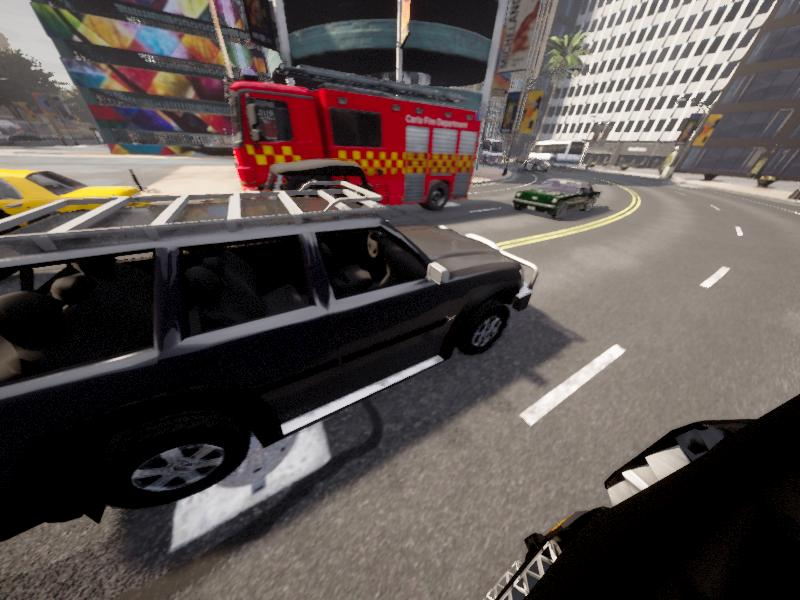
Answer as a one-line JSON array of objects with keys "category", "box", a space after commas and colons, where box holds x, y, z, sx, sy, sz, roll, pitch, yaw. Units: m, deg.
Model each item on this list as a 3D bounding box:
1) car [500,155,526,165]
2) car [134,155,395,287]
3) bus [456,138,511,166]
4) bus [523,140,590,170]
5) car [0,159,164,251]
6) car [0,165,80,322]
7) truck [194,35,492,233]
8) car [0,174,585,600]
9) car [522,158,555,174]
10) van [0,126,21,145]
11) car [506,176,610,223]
[{"category": "car", "box": [25.478, -31.716, 52.349, 2.038, 1.542, 4.974, -13, 37, -23]}, {"category": "car", "box": [-2.297, -1.958, 5.036, 3.866, 1.878, 1.905, -16, 38, -26]}, {"category": "bus", "box": [16.443, -30.178, 46.895, 3.944, 4.253, 10.273, -12, 36, -22]}, {"category": "bus", "box": [28.665, -27.283, 43.410, 3.944, 4.253, 10.273, -3, 33, -10]}, {"category": "car", "box": [-9.204, -2.066, 4.974, 5.366, 1.575, 1.801, -16, 38, -26]}, {"category": "car", "box": [-7.375, -0.492, 2.449, 3.866, 1.878, 1.905, -16, 38, -26]}, {"category": "truck", "box": [-1.163, -5.305, 8.415, 8.468, 3.827, 2.891, -17, 38, -27]}, {"category": "car", "box": [-0.712, -0.149, 2.430, 4.605, 1.855, 1.932, -16, 38, -26]}, {"category": "car", "box": [18.998, -18.565, 32.004, 2.038, 1.542, 4.974, 5, 34, 4]}, {"category": "van", "box": [-61.088, -24.405, 34.137, 2.351, 2.431, 6.366, -16, 38, -26]}, {"category": "car", "box": [7.104, -4.639, 10.316, 4.718, 1.301, 1.895, -21, 40, -31]}]
